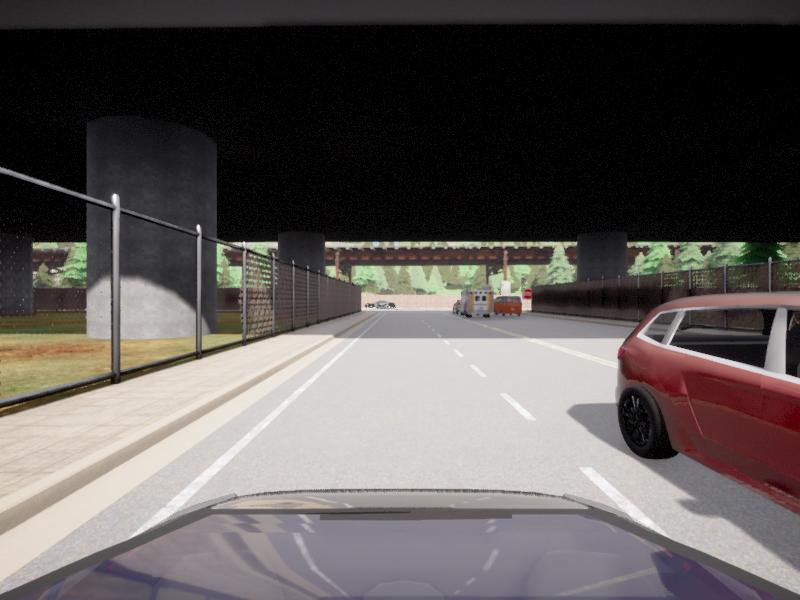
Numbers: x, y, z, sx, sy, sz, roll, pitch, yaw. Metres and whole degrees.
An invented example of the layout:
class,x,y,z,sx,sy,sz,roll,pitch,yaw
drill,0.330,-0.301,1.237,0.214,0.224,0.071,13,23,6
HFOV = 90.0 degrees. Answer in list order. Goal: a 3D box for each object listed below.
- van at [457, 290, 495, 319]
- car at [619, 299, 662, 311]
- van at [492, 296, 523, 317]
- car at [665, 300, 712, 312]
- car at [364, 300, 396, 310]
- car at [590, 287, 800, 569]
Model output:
class,x,y,z,sx,sy,sz,roll,pitch,yaw
van,7.008,0.380,37.587,2.351,2.431,6.366,0,0,0
car,35.868,0.775,59.856,5.238,1.638,1.930,1,0,3
van,10.506,0.599,39.392,1.775,1.987,4.442,0,0,0
car,40.630,0.774,56.360,5.238,1.638,1.930,0,0,1
car,-3.324,0.775,67.452,5.238,1.638,1.930,0,0,1
car,3.479,0.756,2.621,2.242,1.667,4.611,0,0,0
